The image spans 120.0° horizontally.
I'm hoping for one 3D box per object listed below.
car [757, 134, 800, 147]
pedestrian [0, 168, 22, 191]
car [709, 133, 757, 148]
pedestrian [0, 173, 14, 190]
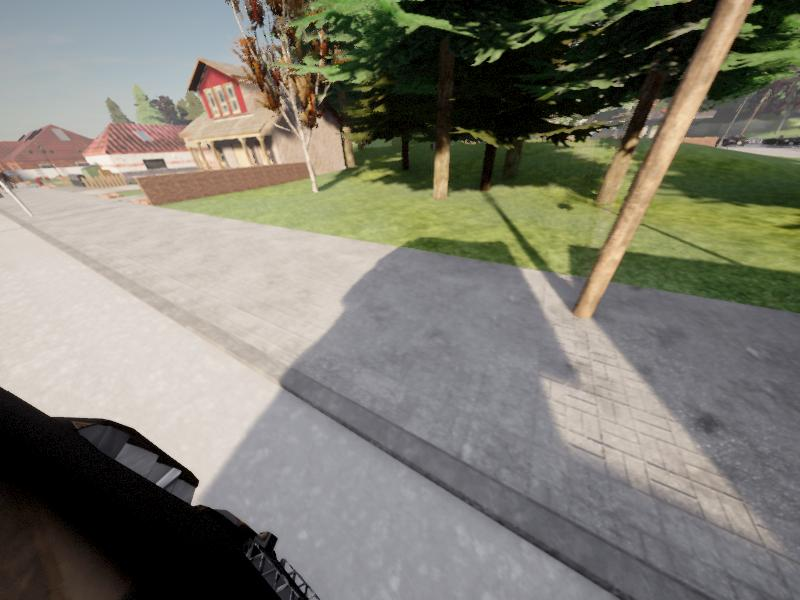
[{"bbox_3d":[52.277,-21.844,31.641,1.895,1.301,4.718,16,38,25],"label":"car"},{"bbox_3d":[-38.067,-11.611,22.243,0.751,1.860,0.751,11,36,20],"label":"pedestrian"},{"bbox_3d":[50.286,-24.233,35.099,2.152,1.651,5.027,15,38,24],"label":"car"},{"bbox_3d":[-40.175,-12.040,23.042,0.751,1.860,0.751,10,36,19],"label":"pedestrian"}]
